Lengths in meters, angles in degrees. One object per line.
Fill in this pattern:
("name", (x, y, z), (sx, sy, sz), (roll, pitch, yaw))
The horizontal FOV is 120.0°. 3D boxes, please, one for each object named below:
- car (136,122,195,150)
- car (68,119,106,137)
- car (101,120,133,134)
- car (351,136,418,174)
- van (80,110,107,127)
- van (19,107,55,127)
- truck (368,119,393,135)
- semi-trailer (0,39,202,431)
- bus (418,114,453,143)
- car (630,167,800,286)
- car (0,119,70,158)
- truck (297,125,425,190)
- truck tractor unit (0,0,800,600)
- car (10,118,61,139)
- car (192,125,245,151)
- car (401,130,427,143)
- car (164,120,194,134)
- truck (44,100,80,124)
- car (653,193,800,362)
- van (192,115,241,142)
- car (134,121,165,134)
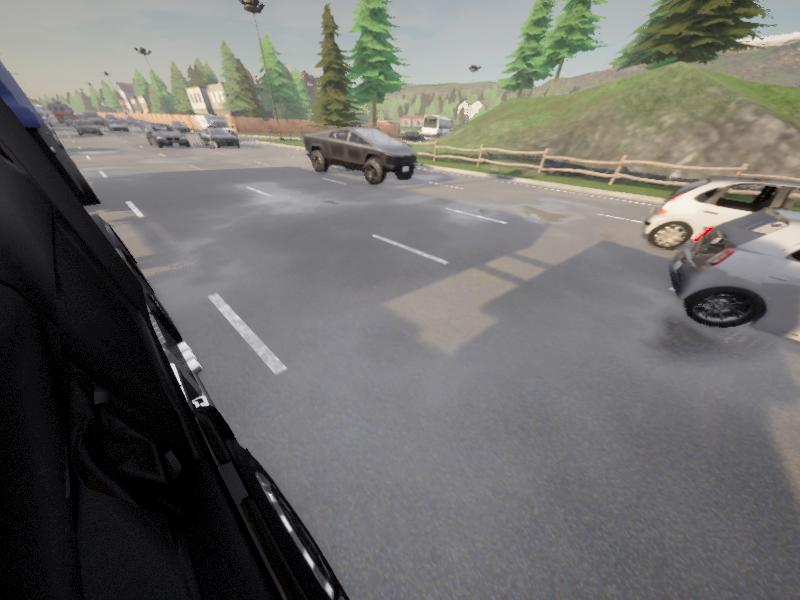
("car", (-20.097, -14.067, 19.797), (4.611, 1.667, 2.242), (28, 44, 30))
("car", (-36.179, -19.855, 26.667), (4.892, 1.490, 1.837), (28, 44, 30))
("car", (-41.395, -25.344, 33.755), (5.357, 1.411, 2.033), (28, 44, 30))
("car", (-1.048, -9.334, 14.723), (3.988, 1.617, 1.851), (28, 44, 30))
("van", (-63.088, -37.414, 47.565), (5.915, 2.561, 1.988), (28, 44, 30))
("van", (-63.133, -31.913, 40.303), (6.366, 2.431, 2.351), (28, 44, 30))
("truck", (-6.350, -56.719, 75.860), (8.468, 3.827, 2.891), (28, 44, 30))
("semi-trailer", (-8.726, -3.583, 4.204), (14.254, 4.402, 2.717), (28, 43, 30))
("bus", (7.547, -35.285, 47.739), (3.944, 4.253, 10.273), (16, 39, 17))
("car", (8.062, -1.595, 4.951), (1.851, 1.617, 3.988), (-29, 47, -35))
("car", (-22.871, -10.051, 14.293), (5.027, 1.651, 2.152), (28, 44, 30))
("truck", (-2.114, -7.366, 11.614), (6.274, 2.098, 2.390), (28, 44, 30))
("truck tractor unit", (-2.645, -0.295, 0.351), (6.516, 4.208, 3.053), (28, 44, 30))
("car", (-36.562, -17.314, 23.255), (4.792, 1.488, 2.163), (28, 44, 30))
("car", (-16.706, -14.984, 21.257), (5.238, 1.638, 1.930), (28, 44, 30))
("car", (2.654, -29.827, 42.191), (4.553, 1.767, 2.097), (-29, 47, -35))
("car", (-35.721, -27.895, 37.316), (5.238, 1.638, 1.930), (28, 44, 30))
("truck", (-74.946, -41.545, 51.259), (8.468, 3.827, 2.891), (28, 44, 30))
("car", (6.018, -0.042, 2.814), (3.633, 1.501, 1.845), (28, 44, 30))
("van", (-22.721, -21.262, 28.613), (6.366, 2.431, 2.351), (28, 44, 30))
("car", (-38.668, -26.627, 35.643), (5.357, 1.411, 2.033), (28, 44, 30))
